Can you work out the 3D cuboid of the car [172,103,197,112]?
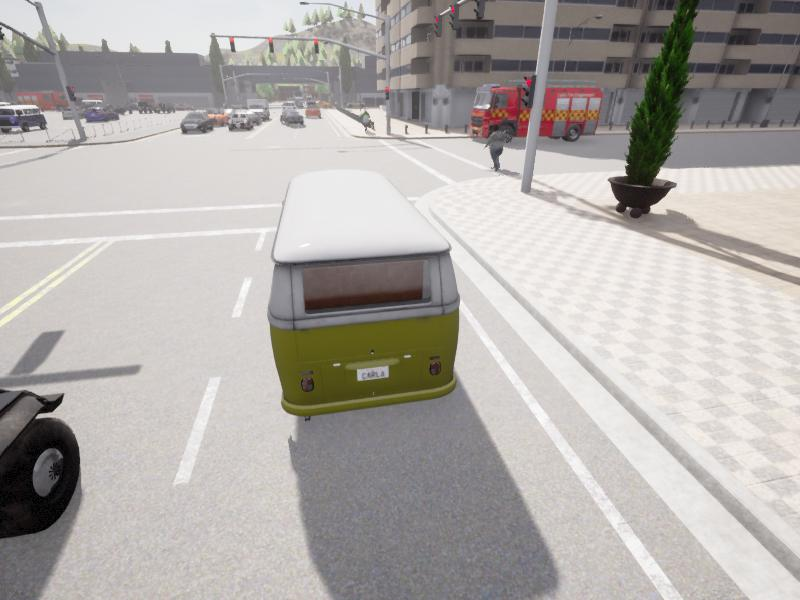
[{"bbox_3d":[-43.408,-38.803,80.627,3.806,1.475,1.970,-5,28,-10],"label":"car"}]

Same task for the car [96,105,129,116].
[{"bbox_3d":[-44.212,-29.223,61.637,2.033,1.415,5.357,-5,28,-10],"label":"car"}]

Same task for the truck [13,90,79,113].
[{"bbox_3d":[-67.364,-37.976,76.386,8.468,3.827,2.891,-5,28,-9],"label":"truck"}]

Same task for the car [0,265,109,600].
[{"bbox_3d":[-3.361,1.528,1.573,1.905,1.878,3.866,-5,28,-10],"label":"car"}]

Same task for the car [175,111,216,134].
[{"bbox_3d":[-18.345,-16.096,36.167,2.033,1.649,4.856,-5,28,-10],"label":"car"}]

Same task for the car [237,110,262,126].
[{"bbox_3d":[-16.648,-20.225,44.474,1.994,1.385,4.181,-5,28,-10],"label":"car"}]

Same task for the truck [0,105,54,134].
[{"bbox_3d":[-32.343,-15.447,34.102,2.069,2.038,4.478,-5,28,-10],"label":"truck"}]

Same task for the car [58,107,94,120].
[{"bbox_3d":[-42.057,-24.274,52.022,1.970,1.475,3.806,-5,28,-10],"label":"car"}]

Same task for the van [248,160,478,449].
[{"bbox_3d":[-0.681,-0.530,5.469,1.775,1.987,4.442,-5,28,-10],"label":"van"}]

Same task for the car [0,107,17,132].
[{"bbox_3d":[-35.169,-15.072,33.584,1.932,1.855,4.605,-5,28,-10],"label":"car"}]

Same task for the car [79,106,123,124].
[{"bbox_3d":[-35.286,-21.956,47.346,2.242,1.667,4.611,-5,28,-10],"label":"car"}]

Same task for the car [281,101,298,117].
[{"bbox_3d":[-17.260,-30.011,62.776,2.150,2.045,5.566,-5,28,-10],"label":"car"}]

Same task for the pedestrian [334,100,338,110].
[{"bbox_3d":[-13.870,-42.483,87.172,0.751,1.860,0.751,-3,27,-5],"label":"pedestrian"}]

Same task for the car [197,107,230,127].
[{"bbox_3d":[-19.895,-19.678,42.952,2.097,1.767,4.553,-5,28,-10],"label":"car"}]

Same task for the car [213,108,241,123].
[{"bbox_3d":[-21.409,-22.965,49.690,2.163,1.488,4.792,-5,28,-10],"label":"car"}]

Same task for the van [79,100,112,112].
[{"bbox_3d":[-61.567,-39.262,80.844,4.480,2.038,2.069,-5,28,-9],"label":"van"}]

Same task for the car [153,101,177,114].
[{"bbox_3d":[-39.951,-32.799,68.070,1.932,1.855,4.605,-5,28,-10],"label":"car"}]

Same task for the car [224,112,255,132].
[{"bbox_3d":[-15.224,-17.051,38.181,1.970,1.475,3.806,-5,28,-10],"label":"car"}]

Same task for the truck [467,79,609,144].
[{"bbox_3d":[9.339,-13.072,27.715,8.468,3.827,2.891,-5,28,-10],"label":"truck"}]

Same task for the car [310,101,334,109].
[{"bbox_3d":[-18.582,-46.521,95.440,5.008,1.535,1.882,8,28,15],"label":"car"}]

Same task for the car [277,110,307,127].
[{"bbox_3d":[-11.903,-19.922,43.852,2.033,1.411,5.357,-12,29,-22],"label":"car"}]

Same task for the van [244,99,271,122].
[{"bbox_3d":[-18.384,-24.619,51.868,2.351,2.431,6.366,-5,28,-10],"label":"van"}]

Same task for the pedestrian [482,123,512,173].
[{"bbox_3d":[4.037,-6.375,16.793,0.751,1.860,0.751,-9,29,-17],"label":"pedestrian"}]

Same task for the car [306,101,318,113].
[{"bbox_3d":[-16.088,-35.348,73.341,1.905,1.878,3.866,-5,28,-10],"label":"car"}]

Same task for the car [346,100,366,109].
[{"bbox_3d":[-10.530,-46.992,95.974,4.605,1.855,1.932,-5,28,-10],"label":"car"}]

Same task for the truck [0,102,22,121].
[{"bbox_3d":[-50.565,-23.782,50.341,2.069,2.038,4.478,-5,28,-10],"label":"truck"}]

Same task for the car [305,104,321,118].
[{"bbox_3d":[-12.834,-27.946,59.021,2.097,1.767,4.553,-5,28,-10],"label":"car"}]

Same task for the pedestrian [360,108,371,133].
[{"bbox_3d":[-2.833,-14.808,32.995,0.751,1.860,0.751,-6,28,-10],"label":"pedestrian"}]

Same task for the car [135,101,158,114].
[{"bbox_3d":[-42.801,-32.561,67.619,1.905,1.878,3.866,-5,28,-10],"label":"car"}]
